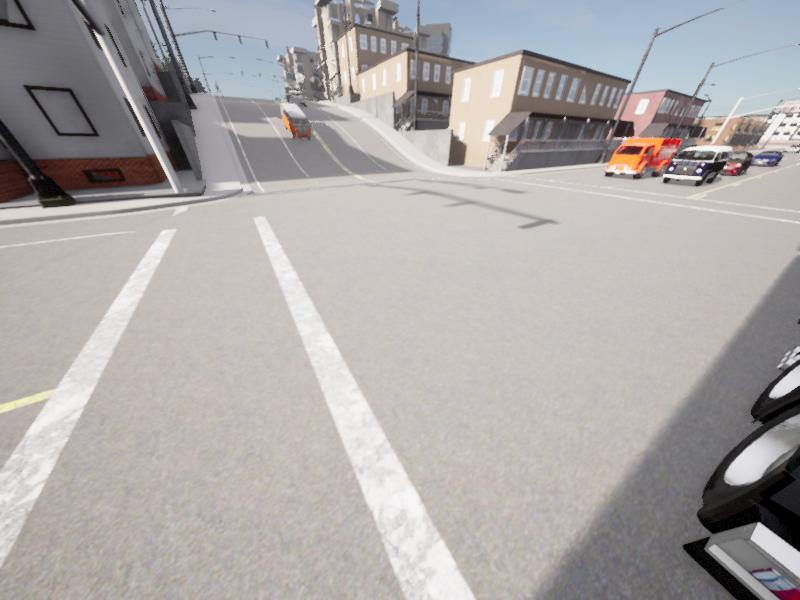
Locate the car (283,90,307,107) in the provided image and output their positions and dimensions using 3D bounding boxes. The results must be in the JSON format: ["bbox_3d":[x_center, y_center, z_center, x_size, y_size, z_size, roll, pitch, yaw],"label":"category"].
[{"bbox_3d":[-14.423,-27.700,31.712,1.970,1.475,3.806,-18,47,-25],"label":"car"}]

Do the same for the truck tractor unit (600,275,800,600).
[{"bbox_3d":[5.126,-0.285,0.758,6.516,4.208,3.053,-18,38,-23],"label":"truck tractor unit"}]

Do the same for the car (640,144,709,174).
[{"bbox_3d":[24.728,-12.794,20.829,5.566,2.045,2.150,-18,39,-25],"label":"car"}]

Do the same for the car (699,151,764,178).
[{"bbox_3d":[26.531,-10.919,18.511,3.988,1.617,1.851,-19,39,-25],"label":"car"}]

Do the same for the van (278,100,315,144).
[{"bbox_3d":[-9.791,-16.817,21.853,1.775,1.987,4.442,-19,59,-26],"label":"van"}]

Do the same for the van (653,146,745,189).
[{"bbox_3d":[18.840,-8.508,14.613,4.480,2.038,2.069,-19,39,-25],"label":"van"}]

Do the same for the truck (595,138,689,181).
[{"bbox_3d":[18.021,-10.643,17.321,5.204,2.467,2.627,-18,38,-24],"label":"truck"}]
